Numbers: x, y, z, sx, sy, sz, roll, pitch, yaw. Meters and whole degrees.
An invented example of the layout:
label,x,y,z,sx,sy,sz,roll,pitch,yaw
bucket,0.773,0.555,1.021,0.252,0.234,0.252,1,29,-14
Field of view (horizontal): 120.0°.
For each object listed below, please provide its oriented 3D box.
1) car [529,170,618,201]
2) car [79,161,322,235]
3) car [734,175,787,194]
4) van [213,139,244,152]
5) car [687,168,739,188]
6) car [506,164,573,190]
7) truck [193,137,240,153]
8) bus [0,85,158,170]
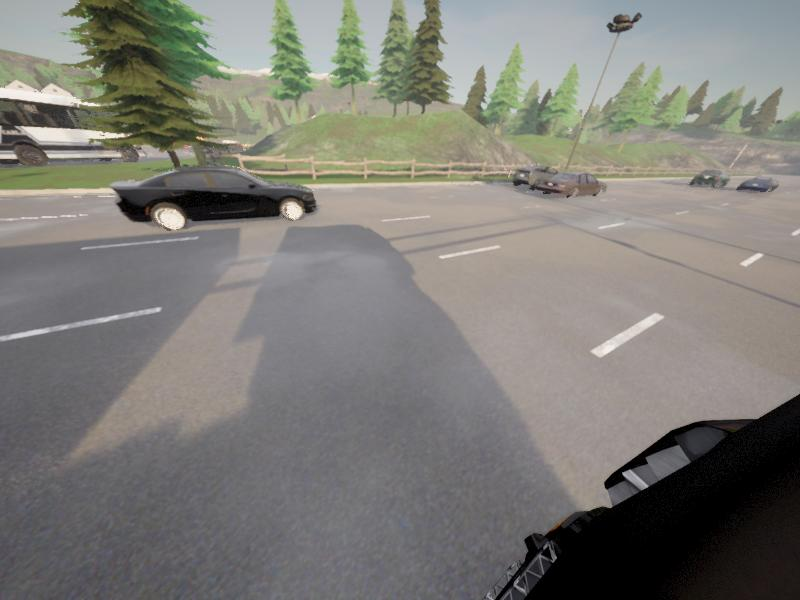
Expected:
label,x,y,z,sx,sy,sz,roll,pitch,yaw
car,11.291,-7.526,15.013,5.357,1.411,2.033,-14,37,-24
car,-5.322,-3.330,7.212,5.008,1.535,1.882,-14,37,-24
car,37.088,-11.943,23.770,4.181,1.385,1.994,-14,37,-24
van,-34.155,-30.829,46.140,4.442,1.987,1.775,-14,37,-24
car,35.498,-13.895,26.211,4.553,1.767,2.097,-14,37,-24
car,10.949,-9.679,18.124,4.514,1.525,2.007,-14,37,-24
truck,-33.816,-28.781,42.965,6.274,2.098,2.390,-14,37,-24
bus,-25.503,-12.154,16.498,3.944,4.253,10.273,8,34,7
